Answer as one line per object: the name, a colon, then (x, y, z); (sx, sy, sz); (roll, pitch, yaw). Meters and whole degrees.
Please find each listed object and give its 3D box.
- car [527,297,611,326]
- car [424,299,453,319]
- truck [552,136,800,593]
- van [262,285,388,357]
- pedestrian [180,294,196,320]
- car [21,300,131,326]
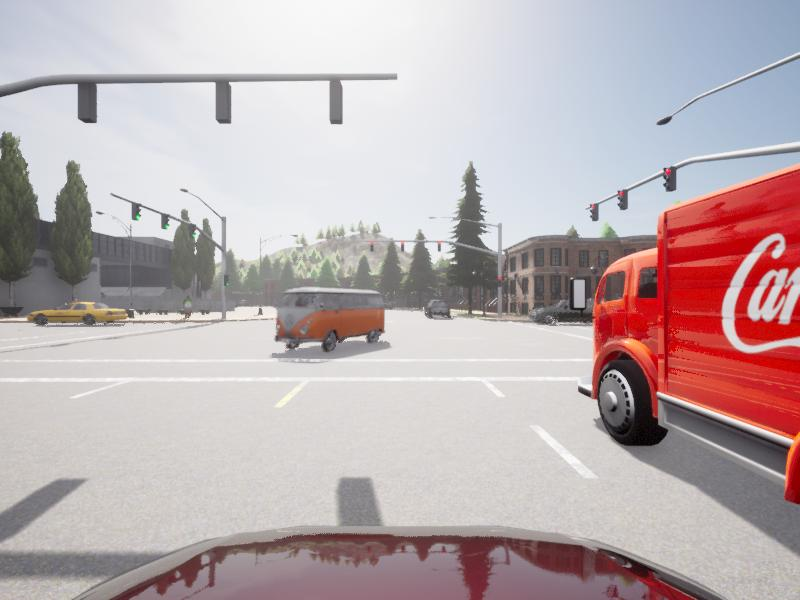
car: (10.737, 0.694, 25.676); (4.553, 1.767, 2.097); (0, 0, 3)
car: (3.434, 0.778, 36.733); (2.033, 1.649, 4.856); (0, 0, -2)
truck: (3.467, 0.353, 2.993); (2.627, 2.467, 5.204); (0, 0, -1)
van: (-2.282, 0.599, 13.437); (1.775, 1.987, 4.442); (-1, 0, 27)
pedestrian: (-15.175, 0.485, 28.607); (0.751, 1.860, 0.751); (0, 0, 38)
car: (-20.183, 0.801, 25.081); (5.366, 1.575, 1.801); (0, 0, -1)
